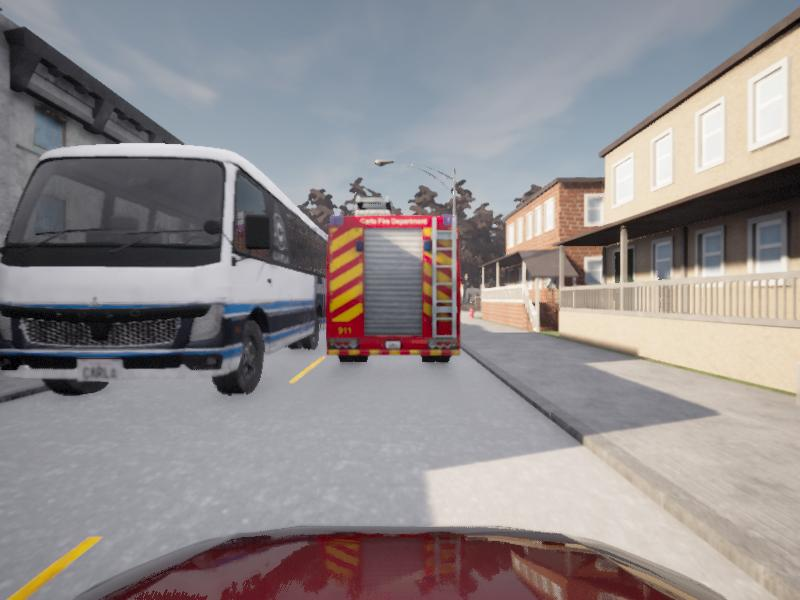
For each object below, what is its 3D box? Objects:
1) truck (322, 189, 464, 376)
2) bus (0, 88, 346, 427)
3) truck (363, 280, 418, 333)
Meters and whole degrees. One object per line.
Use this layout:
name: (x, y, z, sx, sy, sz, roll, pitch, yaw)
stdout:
truck: (-0.111, -0.357, 12.420, 2.891, 3.827, 8.468, 0, 0, 0)
bus: (-3.952, -0.563, 10.185, 3.944, 4.253, 10.273, 0, 0, -1)
truck: (-0.344, 0.299, 21.437, 2.627, 2.467, 5.204, 0, 0, 2)
